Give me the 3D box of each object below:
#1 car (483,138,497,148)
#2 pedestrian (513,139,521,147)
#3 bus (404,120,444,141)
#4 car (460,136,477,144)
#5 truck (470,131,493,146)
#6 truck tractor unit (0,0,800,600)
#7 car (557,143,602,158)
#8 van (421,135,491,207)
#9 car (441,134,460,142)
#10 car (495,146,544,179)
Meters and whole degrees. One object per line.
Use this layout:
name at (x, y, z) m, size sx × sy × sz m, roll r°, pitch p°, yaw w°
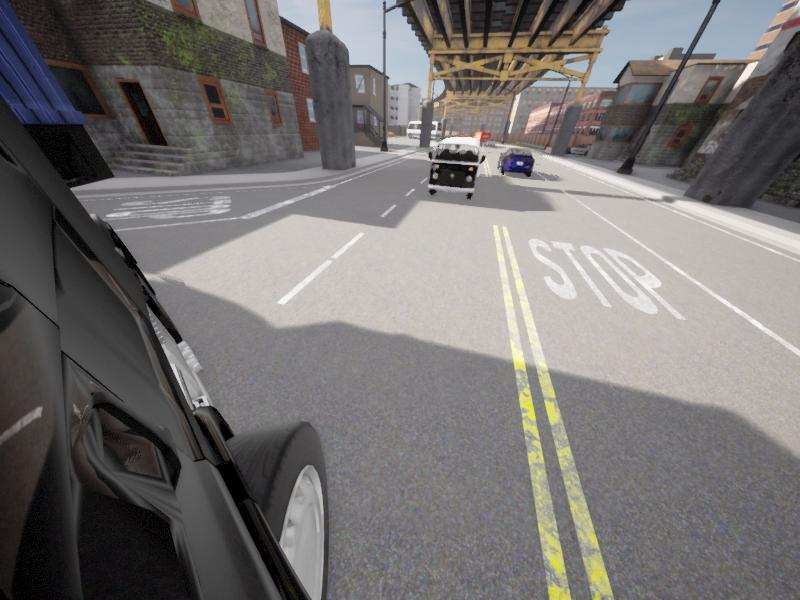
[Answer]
car at (17.703, -30.914, 45.422) m, size 1.845 × 1.501 × 3.633 m, roll 8°, pitch 37°, yaw 7°
pedestrian at (25.849, -34.737, 51.058) m, size 0.751 × 1.300 × 0.751 m, roll -12°, pitch 39°, yaw -19°
bus at (6.763, -48.950, 66.732) m, size 10.273 × 4.253 × 3.944 m, roll 23°, pitch 41°, yaw 25°
car at (16.761, -39.287, 56.787) m, size 1.970 × 1.475 × 3.806 m, roll -10°, pitch 38°, yaw -17°
truck at (17.847, -35.473, 50.802) m, size 2.627 × 2.467 × 5.204 m, roll -1°, pitch 37°, yaw -5°
truck tractor unit at (-2.645, -0.295, 0.351) m, size 6.516 × 4.208 × 3.053 m, roll 28°, pitch 44°, yaw 30°
car at (27.336, -23.020, 35.376) m, size 2.038 × 1.542 × 4.974 m, roll -29°, pitch 47°, yaw -35°
van at (2.438, -5.699, 9.850) m, size 2.069 × 2.038 × 4.480 m, roll 11°, pitch 37°, yaw 11°
car at (13.552, -43.555, 62.237) m, size 1.837 × 1.490 × 4.892 m, roll -22°, pitch 43°, yaw -30°
car at (8.243, -9.944, 16.463) m, size 2.163 × 1.488 × 4.792 m, roll 11°, pitch 37°, yaw 11°
